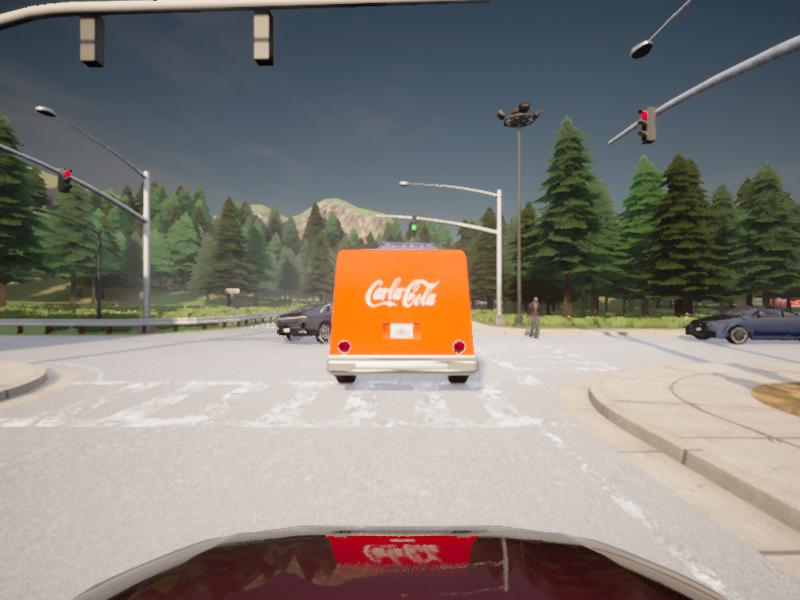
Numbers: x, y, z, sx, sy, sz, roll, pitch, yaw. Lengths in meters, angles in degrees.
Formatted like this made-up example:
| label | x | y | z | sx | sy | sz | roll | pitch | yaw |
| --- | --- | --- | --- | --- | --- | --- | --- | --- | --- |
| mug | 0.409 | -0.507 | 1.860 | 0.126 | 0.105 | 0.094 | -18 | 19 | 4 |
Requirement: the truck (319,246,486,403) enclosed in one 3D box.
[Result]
| label | x | y | z | sx | sy | sz | roll | pitch | yaw |
| --- | --- | --- | --- | --- | --- | --- | --- | --- | --- |
| truck | 0.043 | 0.372 | 8.896 | 2.627 | 2.467 | 5.204 | 0 | 0 | 0 |

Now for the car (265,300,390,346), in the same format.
| label | x | y | z | sx | sy | sz | roll | pitch | yaw |
| --- | --- | --- | --- | --- | --- | --- | --- | --- | --- |
| car | -2.727 | 0.865 | 16.265 | 2.128 | 1.511 | 4.902 | -6 | -3 | 33 |

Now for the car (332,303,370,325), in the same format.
| label | x | y | z | sx | sy | sz | roll | pitch | yaw |
| --- | --- | --- | --- | --- | --- | --- | --- | --- | --- |
| car | -3.368 | 0.903 | 28.631 | 2.033 | 1.411 | 5.357 | 0 | 0 | 0 |

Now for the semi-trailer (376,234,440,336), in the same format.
| label | x | y | z | sx | sy | sz | roll | pitch | yaw |
| --- | --- | --- | --- | --- | --- | --- | --- | --- | --- |
| semi-trailer | 0.136 | -0.617 | 24.434 | 2.717 | 4.402 | 14.254 | 1 | 0 | -2 |

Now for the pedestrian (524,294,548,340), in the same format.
| label | x | y | z | sx | sy | sz | roll | pitch | yaw |
| --- | --- | --- | --- | --- | --- | --- | --- | --- | --- |
| pedestrian | 5.590 | 0.670 | 16.531 | 0.751 | 1.860 | 0.751 | 0 | 0 | 1 |

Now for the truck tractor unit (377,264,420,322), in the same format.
| label | x | y | z | sx | sy | sz | roll | pitch | yaw |
| --- | --- | --- | --- | --- | --- | --- | --- | --- | --- |
| truck tractor unit | 0.062 | -0.492 | 32.349 | 3.053 | 4.208 | 6.516 | 0 | 0 | 3 |

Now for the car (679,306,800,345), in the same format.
| label | x | y | z | sx | sy | sz | roll | pitch | yaw |
| --- | --- | --- | --- | --- | --- | --- | --- | --- | --- |
| car | 13.543 | 0.940 | 15.435 | 4.181 | 1.385 | 1.994 | 0 | 0 | 1 |

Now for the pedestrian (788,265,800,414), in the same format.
| label | x | y | z | sx | sy | sz | roll | pitch | yaw |
| --- | --- | --- | --- | --- | --- | --- | --- | --- | --- |
| pedestrian | 5.410 | 0.491 | 4.856 | 0.751 | 1.860 | 0.751 | 0 | 0 | -19 |
